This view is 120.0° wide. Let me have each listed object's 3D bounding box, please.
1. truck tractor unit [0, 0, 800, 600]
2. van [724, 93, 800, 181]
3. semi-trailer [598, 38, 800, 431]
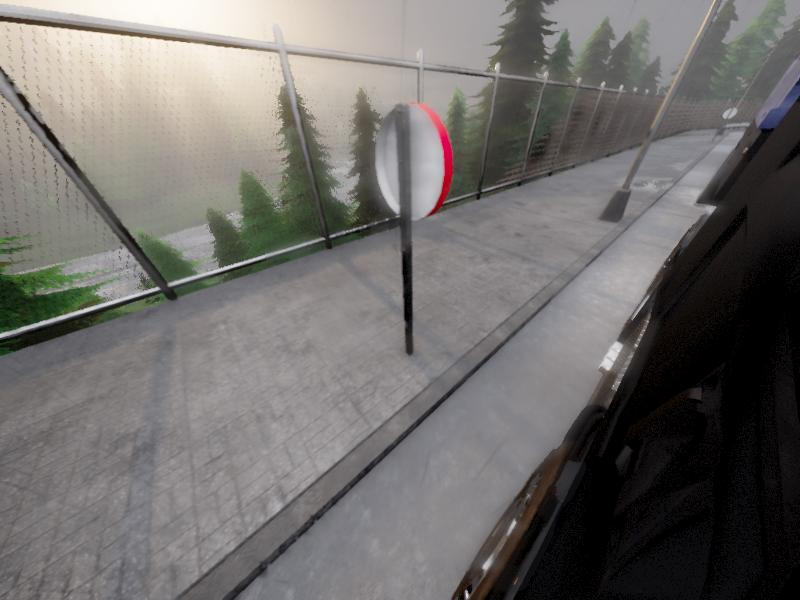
[{"bbox_3d":[2.645,-0.295,0.351,6.516,4.208,3.053,-28,44,-30],"label":"truck tractor unit"},{"bbox_3d":[16.351,-6.961,9.725,5.915,2.561,1.988,-28,44,-30],"label":"van"},{"bbox_3d":[8.690,-3.622,4.219,14.254,4.402,2.717,-28,44,-30],"label":"semi-trailer"}]
